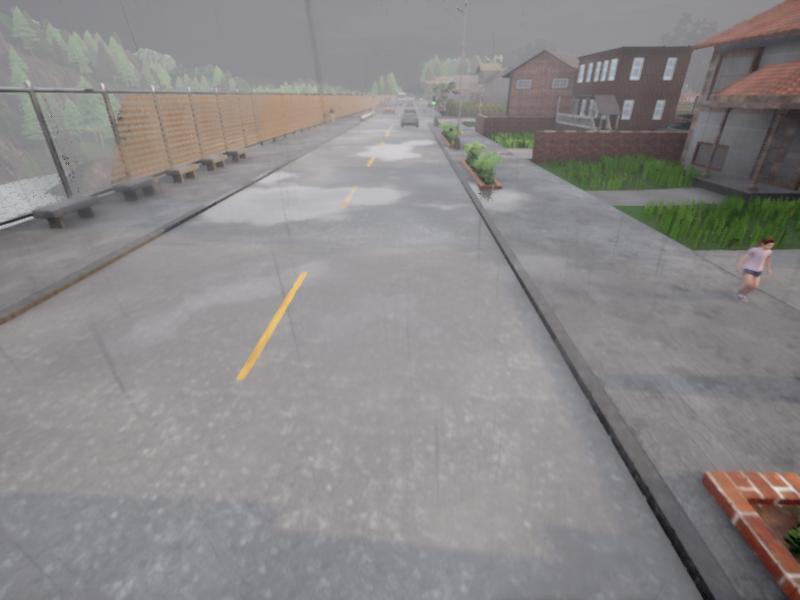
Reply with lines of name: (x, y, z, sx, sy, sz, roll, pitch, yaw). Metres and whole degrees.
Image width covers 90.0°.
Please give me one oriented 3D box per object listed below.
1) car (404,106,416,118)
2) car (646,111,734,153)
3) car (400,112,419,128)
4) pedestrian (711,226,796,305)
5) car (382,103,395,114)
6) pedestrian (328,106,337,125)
car: (1.586, -29.867, 63.519, 1.882, 1.535, 5.008, 1, 27, 1)
car: (16.070, -9.512, 22.523, 1.905, 1.878, 3.866, 1, 27, 1)
car: (1.101, -20.091, 44.547, 1.994, 1.385, 4.181, 1, 27, 1)
pedestrian: (5.476, -0.540, 6.250, 0.500, 1.100, 0.500, 2, 27, 4)
car: (-2.085, -35.719, 74.703, 2.097, 1.767, 4.553, 1, 27, 2)
pedestrian: (-7.618, -20.990, 45.483, 0.751, 1.860, 0.751, 0, 27, 1)
